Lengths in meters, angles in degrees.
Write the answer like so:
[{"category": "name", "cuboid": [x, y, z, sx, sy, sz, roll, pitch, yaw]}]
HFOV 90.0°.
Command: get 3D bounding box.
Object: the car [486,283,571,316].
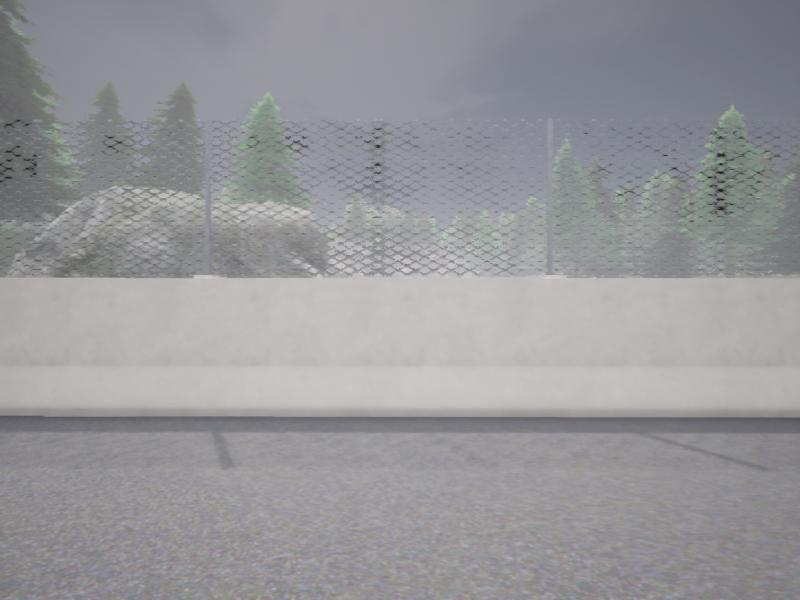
[{"category": "car", "cuboid": [8.602, -0.025, 27.416, 2.150, 2.045, 5.566, 0, 0, -29]}]
